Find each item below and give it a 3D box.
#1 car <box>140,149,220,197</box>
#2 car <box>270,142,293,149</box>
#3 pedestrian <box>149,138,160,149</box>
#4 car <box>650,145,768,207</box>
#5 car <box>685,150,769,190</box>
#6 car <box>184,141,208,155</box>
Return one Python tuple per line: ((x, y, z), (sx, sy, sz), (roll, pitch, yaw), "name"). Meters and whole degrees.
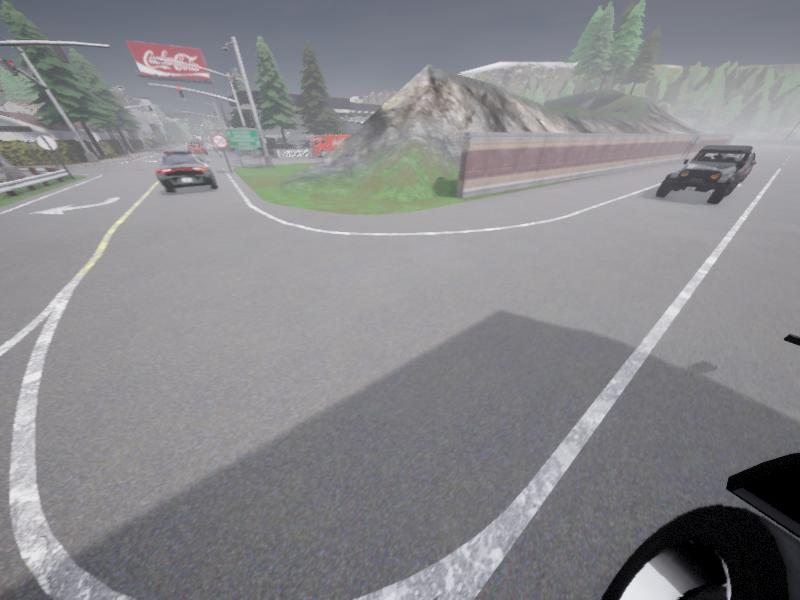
((-10.682, -6.530, 11.558), (2.038, 1.542, 4.974), (-22, 41, -28), "car")
((-29.087, -38.016, 56.809), (4.718, 1.301, 1.895), (-22, 41, -28), "car")
((-52.265, -33.316, 49.198), (0.751, 1.860, 0.751), (-12, 37, -16), "pedestrian")
((13.098, -5.422, 9.842), (3.866, 1.878, 1.905), (-22, 41, -28), "car")
((17.930, -7.250, 12.688), (3.705, 1.549, 1.789), (-22, 41, -28), "car")
((-31.382, -23.383, 35.594), (2.242, 1.667, 4.611), (-21, 40, -29), "car")
